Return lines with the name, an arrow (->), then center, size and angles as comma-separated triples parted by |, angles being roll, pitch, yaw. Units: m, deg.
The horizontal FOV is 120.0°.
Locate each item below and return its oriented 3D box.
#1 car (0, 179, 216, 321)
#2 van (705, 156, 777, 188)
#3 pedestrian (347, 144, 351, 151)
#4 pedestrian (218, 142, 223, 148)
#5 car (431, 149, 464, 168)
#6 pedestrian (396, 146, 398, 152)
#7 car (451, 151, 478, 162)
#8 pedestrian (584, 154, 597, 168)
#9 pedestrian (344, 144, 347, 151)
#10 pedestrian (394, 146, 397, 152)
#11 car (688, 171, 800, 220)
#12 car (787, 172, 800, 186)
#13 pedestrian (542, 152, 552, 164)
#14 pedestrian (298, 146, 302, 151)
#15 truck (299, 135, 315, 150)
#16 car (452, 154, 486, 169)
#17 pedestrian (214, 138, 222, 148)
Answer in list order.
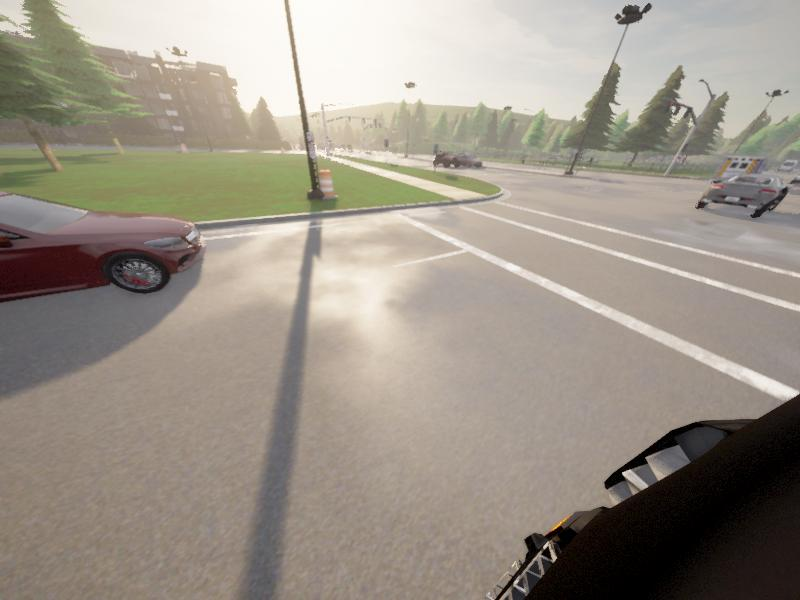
car -> -5.837, -0.758, 3.329 | 4.674, 1.442, 1.812 | -16, 38, -26
van -> 34.007, -12.814, 23.019 | 6.366, 2.431, 2.351 | -16, 38, -26
pedestrian -> -15.842, -47.090, 71.369 | 0.751, 1.860, 0.751 | -17, 38, -26
pedestrian -> -42.646, -36.886, 54.962 | 0.500, 1.100, 0.500 | -1, 34, -5
car -> 6.105, -18.435, 30.115 | 1.905, 1.878, 3.866 | -16, 38, -25
pedestrian -> -1.011, -50.507, 77.288 | 0.751, 1.860, 0.751 | 2, 34, -1
car -> 12.685, -28.608, 45.967 | 1.930, 1.638, 5.238 | -16, 38, -25
pedestrian -> 31.321, -22.770, 37.922 | 0.751, 1.860, 0.751 | -14, 37, -23
pedestrian -> -17.432, -48.713, 73.638 | 0.751, 1.860, 0.751 | -16, 38, -26
pedestrian -> -1.658, -50.450, 77.181 | 0.751, 1.860, 0.751 | -9, 35, -16
car -> 17.278, -5.344, 11.505 | 5.027, 1.651, 2.152 | -16, 38, -26
car -> 46.700, -13.815, 26.348 | 4.718, 1.301, 1.895 | -16, 38, -26
pedestrian -> 27.957, -26.950, 43.953 | 0.751, 1.860, 0.751 | -13, 37, -22
pedestrian -> -25.253, -38.220, 58.345 | 0.500, 1.100, 0.500 | -14, 37, -23
truck -> -31.329, -52.970, 77.589 | 2.891, 3.827, 8.468 | -17, 38, -26
car -> 9.319, -18.907, 31.497 | 1.994, 1.385, 4.181 | -16, 38, -25
pedestrian -> -42.723, -36.810, 54.160 | 0.751, 1.860, 0.751 | -6, 35, -13
